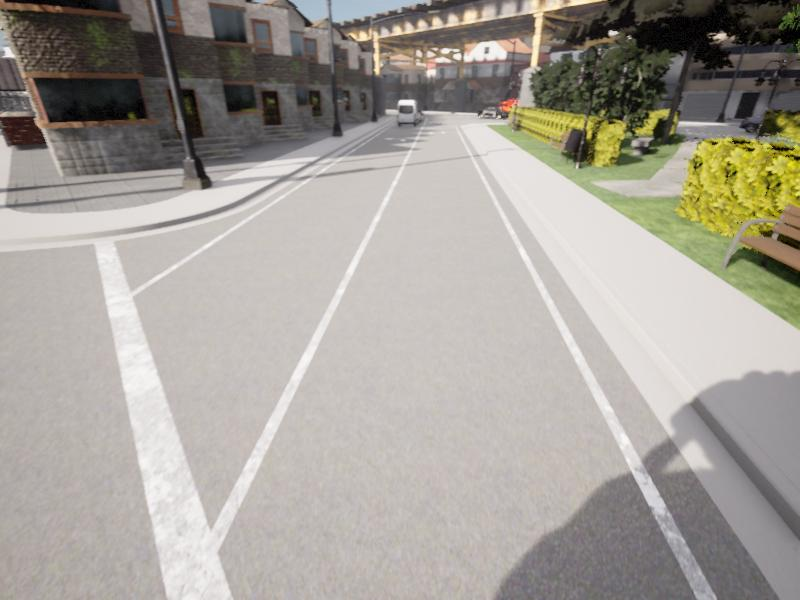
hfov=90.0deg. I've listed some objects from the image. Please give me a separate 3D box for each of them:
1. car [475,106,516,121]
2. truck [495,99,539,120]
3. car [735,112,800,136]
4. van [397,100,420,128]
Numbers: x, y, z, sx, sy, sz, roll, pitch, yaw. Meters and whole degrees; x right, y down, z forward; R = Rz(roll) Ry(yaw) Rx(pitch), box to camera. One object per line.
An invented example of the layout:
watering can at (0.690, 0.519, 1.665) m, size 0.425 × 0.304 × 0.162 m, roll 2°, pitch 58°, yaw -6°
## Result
car at (13.096, -25.815, 55.209) m, size 1.930 × 1.638 × 5.238 m, roll -21°, pitch 34°, yaw -35°
truck at (16.374, -26.886, 56.377) m, size 2.627 × 2.467 × 5.204 m, roll -21°, pitch 33°, yaw -35°
car at (32.474, -15.157, 34.398) m, size 2.152 × 1.651 × 5.027 m, roll -21°, pitch 34°, yaw -35°
van at (0.993, -20.613, 44.094) m, size 1.988 × 2.561 × 5.915 m, roll 3°, pitch 27°, yaw 6°
